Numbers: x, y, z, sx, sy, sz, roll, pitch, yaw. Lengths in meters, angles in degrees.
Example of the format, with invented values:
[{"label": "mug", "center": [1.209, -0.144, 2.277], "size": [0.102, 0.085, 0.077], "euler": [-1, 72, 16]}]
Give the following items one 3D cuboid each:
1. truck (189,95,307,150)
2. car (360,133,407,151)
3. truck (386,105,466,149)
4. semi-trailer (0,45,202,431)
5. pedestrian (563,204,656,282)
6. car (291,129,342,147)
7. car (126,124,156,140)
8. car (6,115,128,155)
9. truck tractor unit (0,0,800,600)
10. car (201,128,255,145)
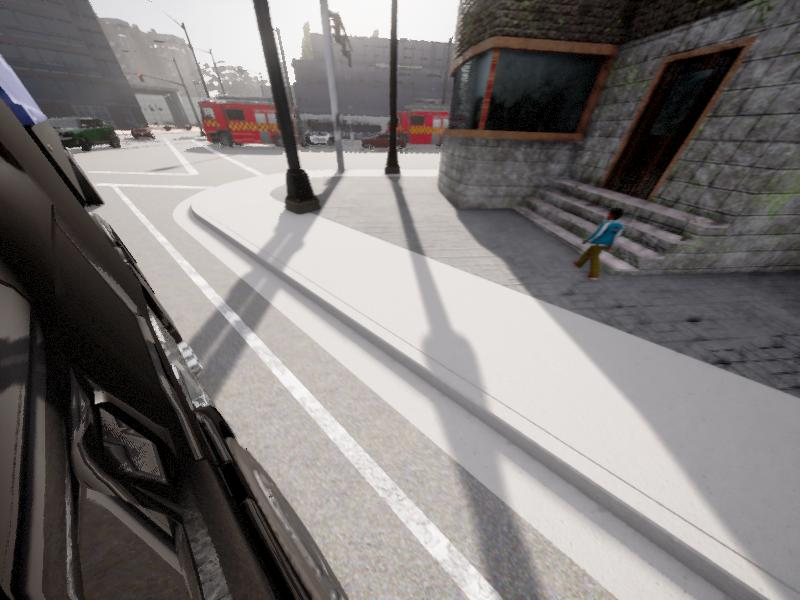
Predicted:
[{"label": "truck", "center": [-14.249, -17.273, 22.669], "size": [8.468, 3.827, 2.891], "euler": [-2, 37, -5]}, {"label": "car", "center": [-1.705, -16.720, 24.387], "size": [4.674, 1.442, 1.812], "euler": [-2, 37, -4]}, {"label": "truck", "center": [2.760, -19.971, 26.814], "size": [8.468, 3.827, 2.891], "euler": [-2, 37, -4]}, {"label": "semi-trailer", "center": [-8.706, -3.576, 4.254], "size": [14.254, 4.402, 2.717], "euler": [28, 44, 30]}, {"label": "pedestrian", "center": [3.281, -0.896, 3.720], "size": [0.500, 1.100, 0.500], "euler": [-4, 37, -8]}, {"label": "car", "center": [-9.428, -18.623, 26.572], "size": [4.974, 1.542, 2.038], "euler": [-2, 37, -4]}, {"label": "car", "center": [-31.711, -20.747, 28.436], "size": [1.816, 1.474, 4.193], "euler": [-25, 45, -30]}, {"label": "car", "center": [-23.455, -12.080, 16.820], "size": [2.150, 2.045, 5.566], "euler": [-11, 39, -15]}, {"label": "truck tractor unit", "center": [-2.645, -0.295, 0.351], "size": [6.516, 4.208, 3.053], "euler": [28, 44, 30]}, {"label": "car", "center": [-19.065, -18.282, 25.847], "size": [4.181, 1.385, 1.994], "euler": [-1, 37, -4]}]
